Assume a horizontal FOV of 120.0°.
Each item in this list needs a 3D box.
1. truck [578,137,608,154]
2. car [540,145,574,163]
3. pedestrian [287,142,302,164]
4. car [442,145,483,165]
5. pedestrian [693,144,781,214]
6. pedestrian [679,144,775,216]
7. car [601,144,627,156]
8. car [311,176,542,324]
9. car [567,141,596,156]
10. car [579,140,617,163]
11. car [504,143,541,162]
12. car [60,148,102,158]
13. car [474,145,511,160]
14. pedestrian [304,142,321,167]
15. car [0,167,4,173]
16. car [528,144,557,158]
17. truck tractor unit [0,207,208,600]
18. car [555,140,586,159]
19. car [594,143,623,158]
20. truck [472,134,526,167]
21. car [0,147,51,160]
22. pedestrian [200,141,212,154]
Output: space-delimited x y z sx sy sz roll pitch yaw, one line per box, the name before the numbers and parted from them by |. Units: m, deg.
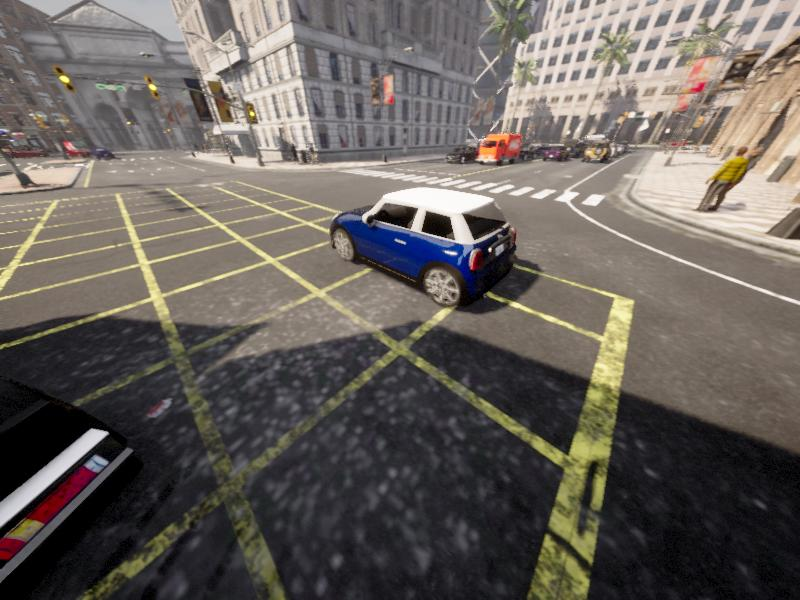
truck | 31.698 -25.432 37.884 2.390 2.098 6.274 28 44 34
car | 17.412 -16.285 25.609 1.816 1.474 4.193 28 44 34
pedestrian | -10.476 -14.630 22.989 0.751 1.860 0.751 29 44 35
car | 6.731 -15.512 24.636 1.837 1.490 4.892 28 44 34
pedestrian | 10.566 -3.824 7.337 0.751 1.860 0.751 -25 42 -31
pedestrian | 9.943 -3.695 7.161 0.751 1.860 0.751 16 39 23
car | 30.465 -21.369 32.820 1.895 1.301 4.718 28 44 34
car | 0.258 -1.400 4.667 3.806 1.475 1.970 28 44 34
car | 26.103 -21.779 33.162 1.930 1.638 5.238 28 44 35
car | 20.999 -15.736 24.424 1.932 1.855 4.605 28 43 34
car | 14.565 -17.543 27.292 1.930 1.638 5.238 28 44 34
car | -51.165 -23.586 37.071 4.718 1.301 1.895 9 36 14
car | 11.702 -18.611 29.064 2.033 1.411 5.357 28 44 34
pedestrian | -7.862 -13.092 20.765 0.751 1.860 0.751 10 36 14
car | -34.728 -11.006 18.451 4.605 1.855 1.932 28 44 34
car | 19.672 -20.588 31.791 1.994 1.385 4.181 29 45 35
truck tractor unit | -5.346 0.080 0.245 6.516 4.208 3.053 5 35 8
car | 21.473 -18.978 29.022 1.905 1.878 3.866 28 44 34
car | 26.363 -18.919 29.187 1.845 1.501 3.633 28 44 34
truck | 9.764 -14.862 22.823 2.627 2.467 5.204 27 44 34
car | -59.313 -23.290 36.602 1.816 1.474 4.193 28 44 34
pedestrian | -33.226 -26.062 39.554 0.751 1.860 0.751 21 40 27
